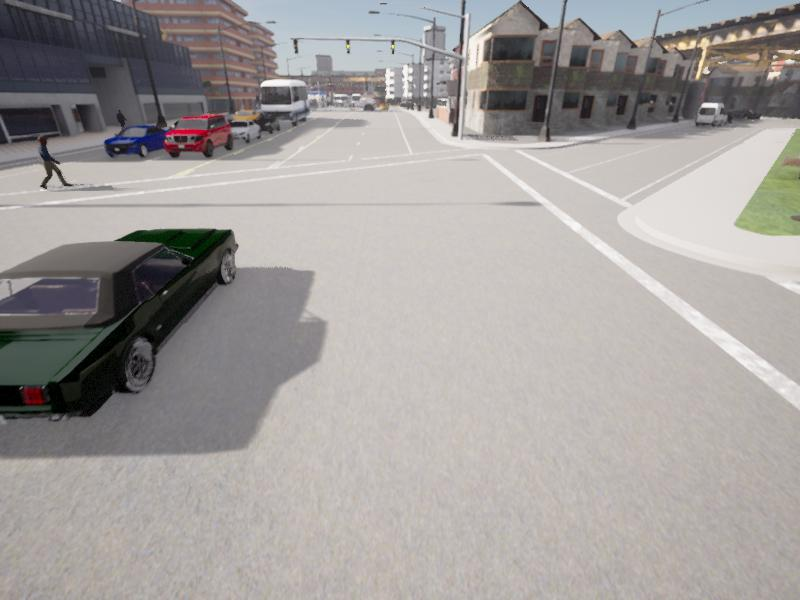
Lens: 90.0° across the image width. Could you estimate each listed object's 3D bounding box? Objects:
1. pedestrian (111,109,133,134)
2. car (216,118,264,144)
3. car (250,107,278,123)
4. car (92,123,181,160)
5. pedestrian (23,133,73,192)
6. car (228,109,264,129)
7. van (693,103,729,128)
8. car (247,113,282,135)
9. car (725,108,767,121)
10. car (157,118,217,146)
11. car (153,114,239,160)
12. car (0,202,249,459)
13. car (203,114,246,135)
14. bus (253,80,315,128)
[{"bbox_3d":[-22.640,-14.531,32.567,0.751,1.860,0.751,1,27,1],"label":"pedestrian"},{"bbox_3d":[-11.786,-12.675,29.906,1.812,1.442,4.674,-1,28,-2],"label":"car"},{"bbox_3d":[-15.942,-21.859,47.092,1.812,1.442,4.674,-1,28,-1],"label":"car"},{"bbox_3d":[-15.051,-9.326,23.266,1.882,1.535,5.008,-1,27,-2],"label":"car"},{"bbox_3d":[-12.458,-4.905,14.214,0.751,1.860,0.751,-15,31,-28],"label":"pedestrian"},{"bbox_3d":[-15.705,-18.684,41.121,1.882,1.535,5.008,-1,28,-2],"label":"car"},{"bbox_3d":[38.191,-22.702,49.067,1.988,2.561,5.915,24,35,39],"label":"van"},{"bbox_3d":[-12.001,-15.745,35.708,1.816,1.474,4.193,-1,28,-2],"label":"car"},{"bbox_3d":[54.868,-29.479,63.586,1.930,1.638,5.238,-1,27,-2],"label":"car"},{"bbox_3d":[-15.258,-12.263,29.044,1.837,1.490,4.892,-1,28,-2],"label":"car"},{"bbox_3d":[-11.545,-9.609,23.275,2.150,2.045,5.566,-1,27,-2],"label":"car"},{"bbox_3d":[-3.885,-0.157,5.561,1.895,1.301,4.718,-1,27,-2],"label":"car"},{"bbox_3d":[-15.483,-15.617,35.557,1.994,1.385,4.181,0,28,-1],"label":"car"},{"bbox_3d":[-12.195,-21.532,43.562,3.944,4.253,10.273,-1,28,-2],"label":"bus"}]
